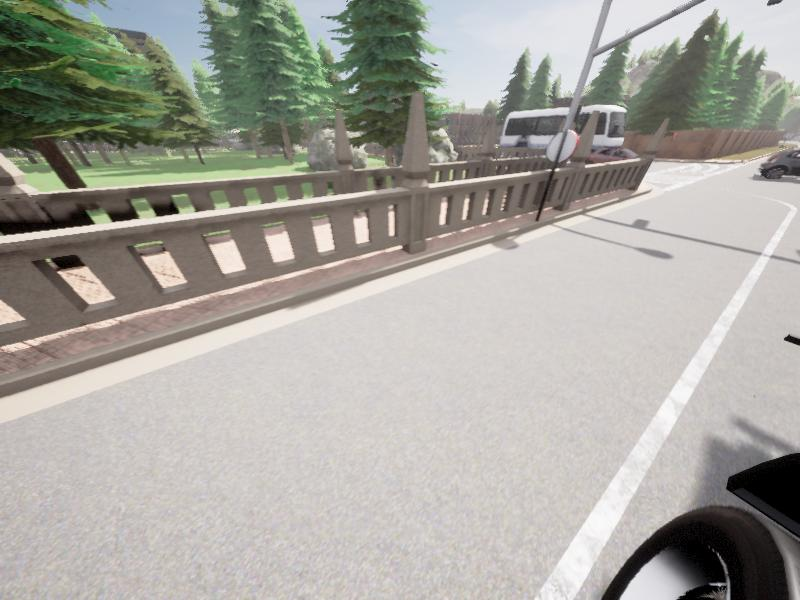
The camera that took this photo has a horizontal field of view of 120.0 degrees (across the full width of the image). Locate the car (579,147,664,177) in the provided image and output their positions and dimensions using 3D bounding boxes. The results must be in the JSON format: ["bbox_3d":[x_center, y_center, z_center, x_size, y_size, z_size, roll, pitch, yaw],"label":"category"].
[{"bbox_3d":[15.315,-9.779,16.220,1.845,1.501,3.633,-20,40,-25],"label":"car"}]

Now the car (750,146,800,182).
[{"bbox_3d":[23.378,-7.508,12.804,1.851,1.617,3.988,-30,44,-34],"label":"car"}]

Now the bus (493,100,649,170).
[{"bbox_3d":[14.732,-15.270,21.658,3.944,4.253,10.273,-21,40,-26],"label":"bus"}]

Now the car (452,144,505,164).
[{"bbox_3d":[8.311,-15.994,25.108,1.801,1.575,5.366,-21,40,-26],"label":"car"}]

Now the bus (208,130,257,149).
[{"bbox_3d":[-47.994,-46.133,66.438,10.273,4.253,3.944,-21,40,-26],"label":"bus"}]
